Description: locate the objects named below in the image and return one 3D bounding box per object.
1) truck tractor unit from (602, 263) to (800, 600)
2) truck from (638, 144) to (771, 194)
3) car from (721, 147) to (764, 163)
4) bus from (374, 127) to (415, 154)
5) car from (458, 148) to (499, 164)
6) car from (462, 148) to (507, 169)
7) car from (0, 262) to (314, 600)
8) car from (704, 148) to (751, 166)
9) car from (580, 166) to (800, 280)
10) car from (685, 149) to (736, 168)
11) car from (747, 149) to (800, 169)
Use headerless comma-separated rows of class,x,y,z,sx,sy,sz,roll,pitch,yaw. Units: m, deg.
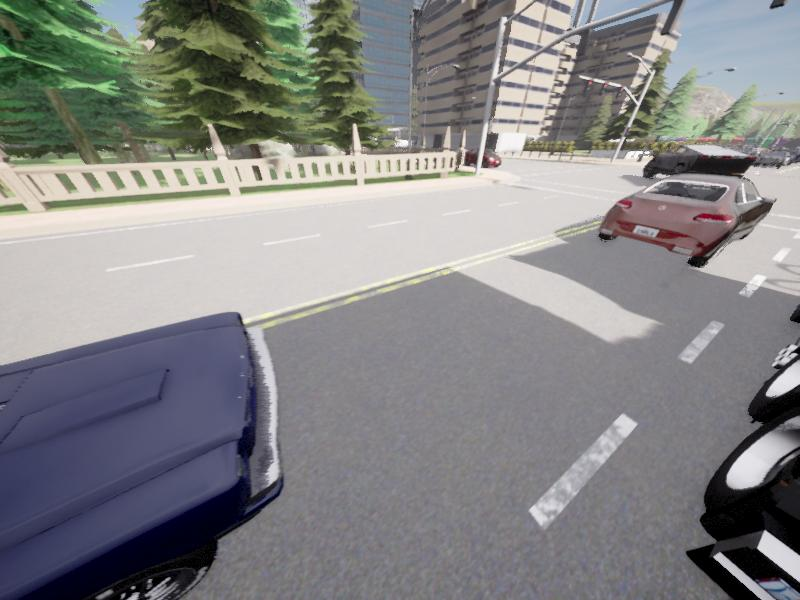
truck tractor unit,5.106,-0.306,0.782,6.516,4.208,3.053,-18,39,-24
truck,17.995,-8.397,14.399,2.390,2.098,6.274,16,38,20
car,45.489,-19.299,30.692,4.856,1.649,2.033,-18,39,-24
bus,-1.331,-33.443,48.575,3.944,4.253,10.273,-18,39,-24
car,9.506,-17.683,28.340,1.812,1.442,4.674,-18,39,-24
car,8.578,-14.606,23.748,1.851,1.617,3.988,-17,38,-23
car,-3.140,1.287,1.017,4.718,1.301,1.895,-18,39,-24
car,39.462,-17.296,27.854,4.974,1.542,2.038,-18,39,-24
car,7.546,-2.332,6.009,5.027,1.651,2.152,-18,39,-24
car,34.028,-15.565,25.331,4.514,1.525,2.007,-17,38,-23
car,40.287,-15.265,24.926,4.974,1.542,2.038,-18,39,-24
